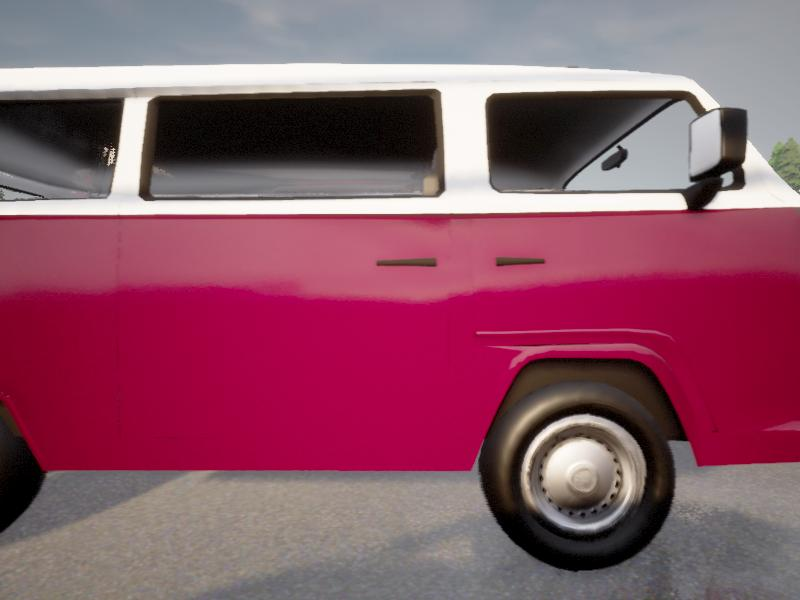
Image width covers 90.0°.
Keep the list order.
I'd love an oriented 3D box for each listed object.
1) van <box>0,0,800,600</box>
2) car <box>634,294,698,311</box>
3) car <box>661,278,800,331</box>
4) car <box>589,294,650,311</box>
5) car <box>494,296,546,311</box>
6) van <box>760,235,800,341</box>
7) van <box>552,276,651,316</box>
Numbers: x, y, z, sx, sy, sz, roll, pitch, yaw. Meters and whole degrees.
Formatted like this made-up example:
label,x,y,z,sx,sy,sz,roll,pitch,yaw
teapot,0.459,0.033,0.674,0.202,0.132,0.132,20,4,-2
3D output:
label,x,y,z,sx,sy,sz,roll,pitch,yaw
van,-0.499,-0.025,2.272,4.480,2.038,2.069,0,0,1
car,24.801,0.247,37.581,1.837,1.490,4.892,0,0,-20
car,11.993,0.172,14.442,5.238,1.638,1.930,1,0,-27
car,20.791,0.238,38.146,2.128,1.511,4.902,0,0,-22
car,12.122,0.297,40.878,2.033,1.411,5.357,0,0,-27
van,12.505,-0.277,10.442,5.915,2.561,1.988,0,1,-19
van,13.502,-0.221,27.447,2.351,2.431,6.366,0,0,-16
